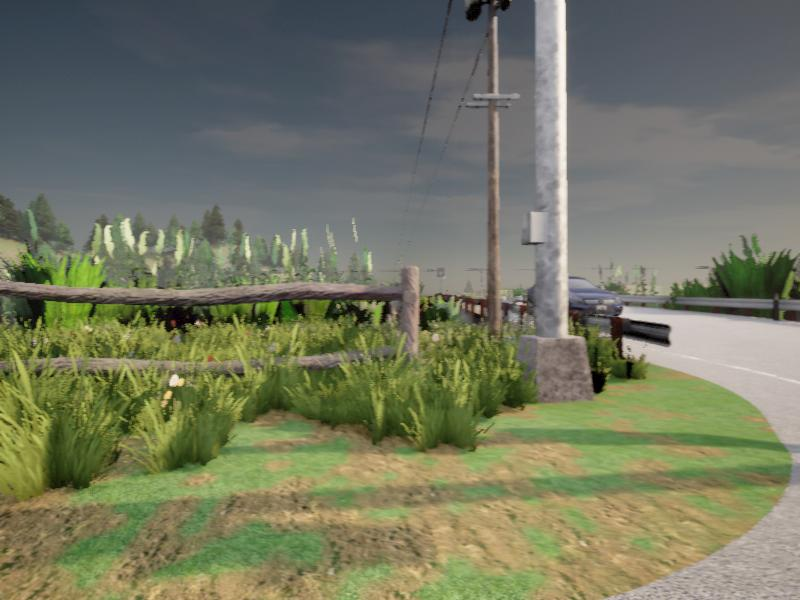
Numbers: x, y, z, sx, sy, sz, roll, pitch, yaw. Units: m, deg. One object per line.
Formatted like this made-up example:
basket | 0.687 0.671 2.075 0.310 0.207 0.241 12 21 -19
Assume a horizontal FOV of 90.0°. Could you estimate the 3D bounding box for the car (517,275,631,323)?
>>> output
car | 5.948 -0.132 14.395 1.812 1.442 4.674 0 3 -3
